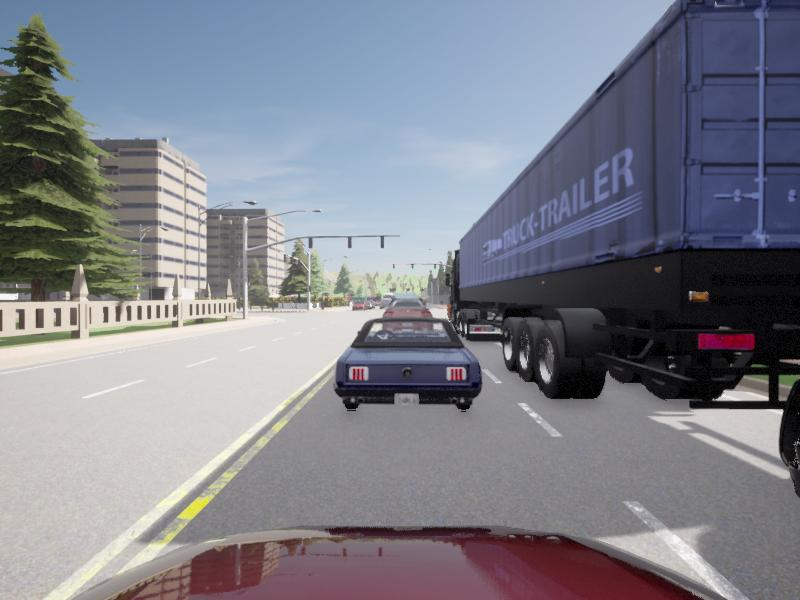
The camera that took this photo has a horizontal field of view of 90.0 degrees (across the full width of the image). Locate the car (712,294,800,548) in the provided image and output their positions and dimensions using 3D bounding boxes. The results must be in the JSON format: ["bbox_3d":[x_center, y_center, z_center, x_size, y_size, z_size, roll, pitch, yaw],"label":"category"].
[{"bbox_3d":[3.508,0.779,0.686,1.930,1.638,5.238,0,0,1],"label":"car"}]

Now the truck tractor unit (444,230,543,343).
[{"bbox_3d":[3.843,-0.519,18.205,3.053,4.208,6.516,0,0,1],"label":"truck tractor unit"}]

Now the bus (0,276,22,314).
[{"bbox_3d":[-49.263,-0.534,44.816,10.273,4.253,3.944,0,0,1],"label":"bus"}]

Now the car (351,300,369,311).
[{"bbox_3d":[-5.934,0.828,60.011,2.007,1.525,4.514,0,0,3],"label":"car"}]

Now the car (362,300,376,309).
[{"bbox_3d":[-5.621,0.777,73.200,2.033,1.649,4.856,0,0,1],"label":"car"}]

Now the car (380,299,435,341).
[{"bbox_3d":[0.343,0.780,18.152,2.152,1.651,5.027,0,0,1],"label":"car"}]

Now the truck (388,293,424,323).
[{"bbox_3d":[0.317,0.543,30.791,2.390,2.098,6.274,0,0,-3],"label":"truck"}]

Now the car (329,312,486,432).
[{"bbox_3d":[0.136,0.944,7.195,1.895,1.301,4.718,0,0,1],"label":"car"}]

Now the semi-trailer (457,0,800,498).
[{"bbox_3d":[3.699,-0.618,10.295,2.717,4.402,14.254,0,0,1],"label":"semi-trailer"}]
